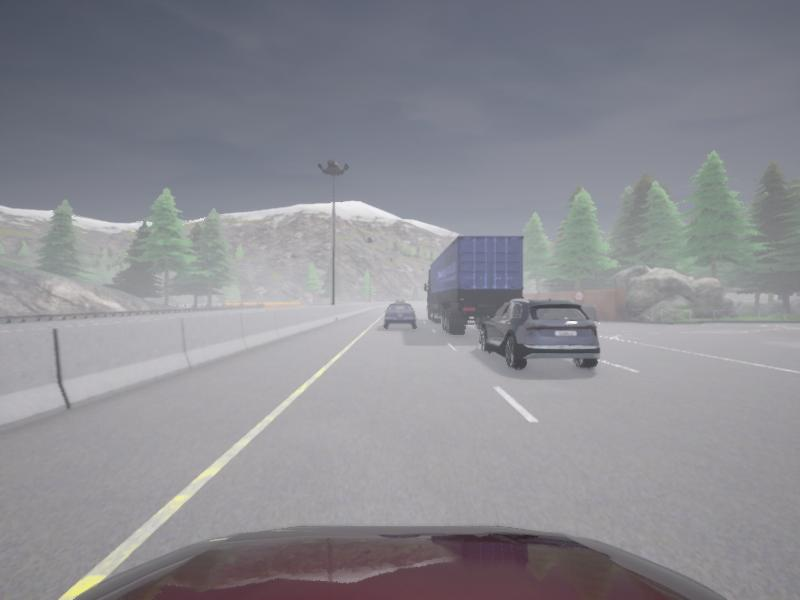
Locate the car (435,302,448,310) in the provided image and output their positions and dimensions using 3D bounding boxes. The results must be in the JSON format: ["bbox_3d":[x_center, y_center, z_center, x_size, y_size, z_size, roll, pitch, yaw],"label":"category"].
[{"bbox_3d":[7.041,0.926,68.392,1.895,1.301,4.718,0,0,1],"label":"car"}]

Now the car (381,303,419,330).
[{"bbox_3d":[0.002,0.889,24.157,2.033,1.411,5.357,0,0,0],"label":"car"}]

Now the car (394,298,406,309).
[{"bbox_3d":[0.063,0.635,69.615,1.932,1.855,4.605,0,0,1],"label":"car"}]

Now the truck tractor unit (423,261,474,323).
[{"bbox_3d":[3.505,-0.532,30.433,3.053,4.208,6.516,0,0,0],"label":"truck tractor unit"}]

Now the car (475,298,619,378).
[{"bbox_3d":[3.488,0.775,10.689,2.033,1.649,4.856,0,0,0],"label":"car"}]

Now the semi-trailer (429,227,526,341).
[{"bbox_3d":[3.504,-0.627,22.514,2.717,4.402,14.254,0,0,0],"label":"semi-trailer"}]

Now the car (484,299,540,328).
[{"bbox_3d":[7.001,0.775,25.574,2.152,1.651,5.027,0,0,0],"label":"car"}]
